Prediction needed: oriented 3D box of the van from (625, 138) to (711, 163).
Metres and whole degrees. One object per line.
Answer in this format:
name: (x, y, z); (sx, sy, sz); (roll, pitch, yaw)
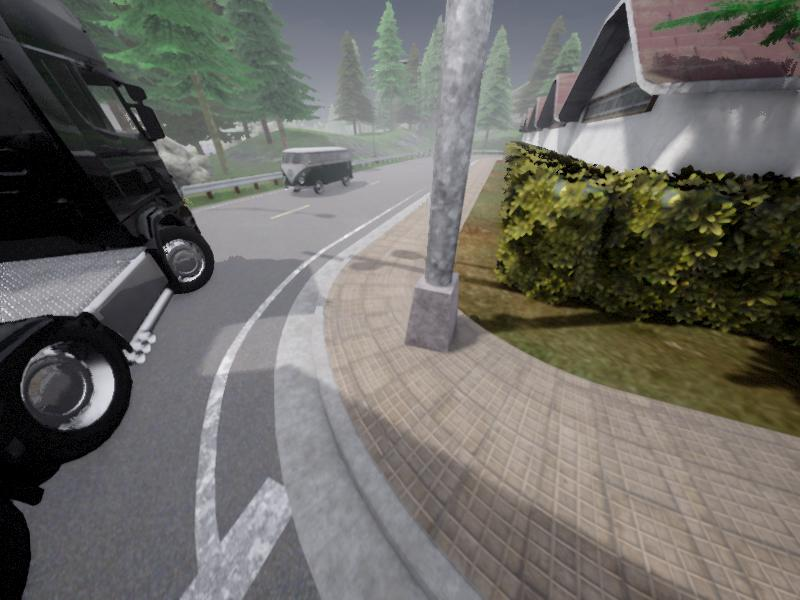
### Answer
van: (33.674, -19.142, 29.460); (6.366, 2.431, 2.351); (14, 37, 18)

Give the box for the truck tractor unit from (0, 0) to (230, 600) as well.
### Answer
truck tractor unit: (-4.205, -0.764, 1.438); (3.053, 4.208, 6.516); (-14, 37, -19)

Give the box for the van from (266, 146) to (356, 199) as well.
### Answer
van: (-4.374, -6.992, 12.363); (1.775, 1.987, 4.442); (13, 37, 17)
